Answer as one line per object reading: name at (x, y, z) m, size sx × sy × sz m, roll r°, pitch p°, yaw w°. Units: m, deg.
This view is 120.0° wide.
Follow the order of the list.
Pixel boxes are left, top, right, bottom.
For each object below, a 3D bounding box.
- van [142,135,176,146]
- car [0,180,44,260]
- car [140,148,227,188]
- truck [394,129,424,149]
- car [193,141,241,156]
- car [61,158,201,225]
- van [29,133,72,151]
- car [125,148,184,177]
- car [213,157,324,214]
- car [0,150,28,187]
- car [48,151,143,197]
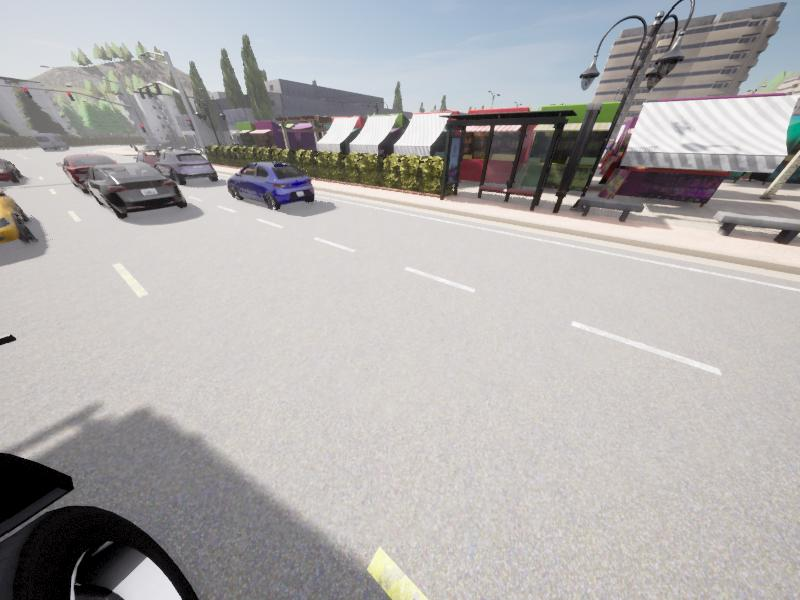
van at (-68.086, -45.172, 65.435) m, size 2.351 × 2.431 × 6.366 m, roll 4°, pitch 35°, yaw 5°
car at (-11.190, -2.292, 5.718) m, size 5.366 × 1.575 × 1.801 m, roll 23°, pitch 41°, yaw 28°
car at (-12.864, -7.965, 13.715) m, size 4.856 × 1.649 × 2.033 m, roll 23°, pitch 41°, yaw 28°
truck at (2.292, -39.688, 56.919) m, size 2.891 × 3.827 × 8.468 m, roll 23°, pitch 41°, yaw 29°
car at (-27.443, -22.902, 34.815) m, size 2.152 × 1.651 × 5.027 m, roll 24°, pitch 41°, yaw 29°
car at (-9.979, -4.236, 8.571) m, size 4.792 × 1.488 × 2.163 m, roll 22°, pitch 41°, yaw 28°
van at (-64.943, -29.526, 43.131) m, size 1.988 × 2.561 × 5.915 m, roll -20°, pitch 40°, yaw -26°
car at (-17.702, -10.005, 16.663) m, size 3.633 × 1.501 × 1.845 m, roll 25°, pitch 42°, yaw 31°
car at (-5.349, -4.782, 9.382) m, size 4.193 × 1.474 × 1.816 m, roll 23°, pitch 41°, yaw 28°
car at (-23.411, -7.379, 12.941) m, size 4.792 × 1.488 × 2.163 m, roll 25°, pitch 42°, yaw 31°
car at (-15.545, -6.563, 11.786) m, size 5.008 × 1.535 × 1.882 m, roll 23°, pitch 41°, yaw 28°
